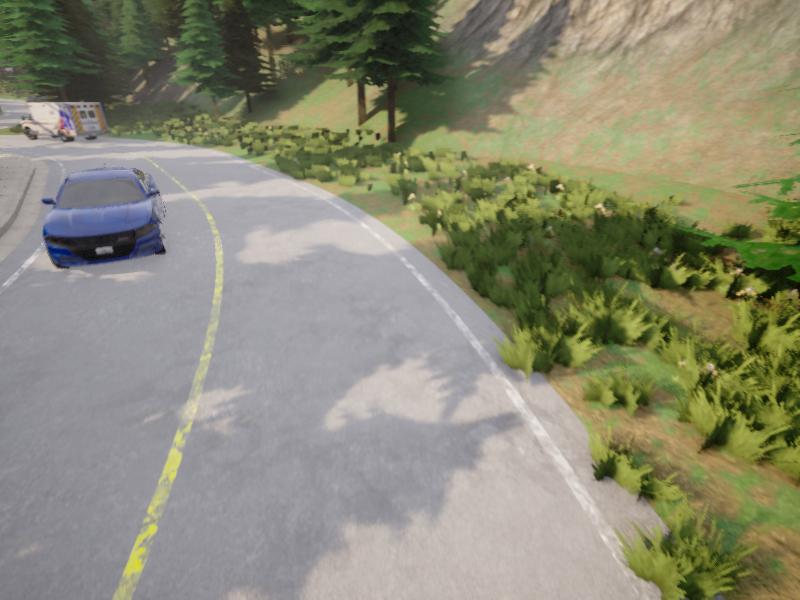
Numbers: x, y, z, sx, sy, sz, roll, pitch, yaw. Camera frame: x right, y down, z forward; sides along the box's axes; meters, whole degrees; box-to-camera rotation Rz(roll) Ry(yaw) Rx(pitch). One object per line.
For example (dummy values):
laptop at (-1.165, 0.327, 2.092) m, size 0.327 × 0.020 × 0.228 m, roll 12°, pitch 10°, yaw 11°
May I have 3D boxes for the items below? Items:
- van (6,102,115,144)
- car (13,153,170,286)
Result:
van at (-23.926, -12.612, 28.283) m, size 6.366 × 2.431 × 2.351 m, roll 10°, pitch 29°, yaw 18°
car at (-6.535, -2.157, 9.073) m, size 1.882 × 1.535 × 5.008 m, roll -14°, pitch 31°, yaw -25°
